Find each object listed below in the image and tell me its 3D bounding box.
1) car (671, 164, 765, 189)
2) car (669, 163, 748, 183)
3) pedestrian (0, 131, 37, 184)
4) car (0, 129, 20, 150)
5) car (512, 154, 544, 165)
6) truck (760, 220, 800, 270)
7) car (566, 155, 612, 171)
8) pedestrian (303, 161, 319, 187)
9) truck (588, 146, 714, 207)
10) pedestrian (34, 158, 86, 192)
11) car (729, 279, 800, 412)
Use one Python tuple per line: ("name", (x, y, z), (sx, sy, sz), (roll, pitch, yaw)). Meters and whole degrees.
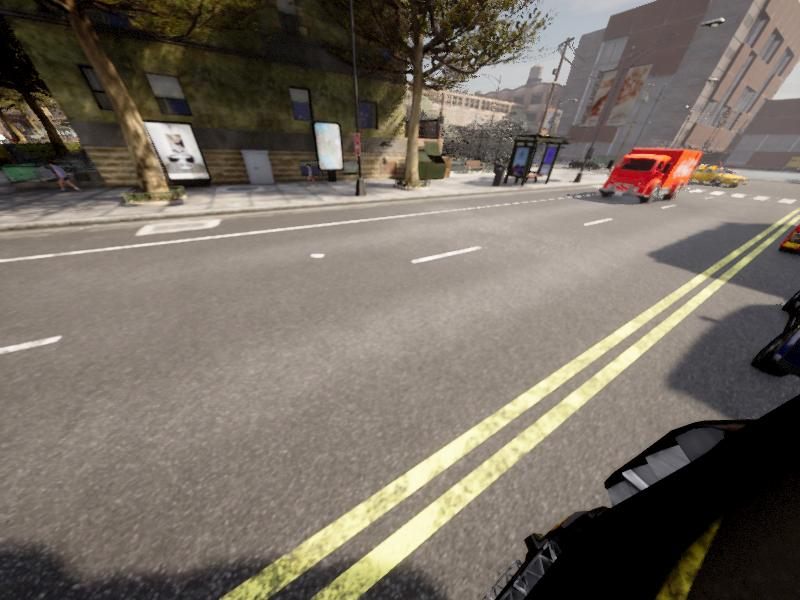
("car", (29.422, -11.738, 21.762), (1.801, 1.575, 5.366), (4, 34, 3))
("car", (34.679, -14.432, 26.169), (2.128, 1.511, 4.902), (-16, 38, -25))
("pedestrian", (-16.700, -5.961, 9.654), (0.751, 1.860, 0.751), (-23, 41, -32))
("car", (-47.334, -18.112, 25.924), (2.435, 2.045, 5.566), (-16, 38, -25))
("car", (23.402, -25.909, 42.500), (2.007, 1.525, 4.514), (-16, 38, -25))
("truck", (13.718, -2.951, 5.678), (8.468, 3.827, 2.891), (-16, 38, -26))
("car", (28.510, -20.829, 35.031), (2.097, 1.767, 4.553), (-16, 38, -25))
("pedestrian", (-4.507, -6.404, 11.774), (0.500, 1.100, 0.500), (-16, 38, -25))
("truck", (13.767, -6.922, 12.800), (5.204, 2.467, 2.627), (-16, 38, -26))
("pedestrian", (-12.842, -4.742, 8.769), (0.500, 1.100, 0.500), (-5, 35, -11))
("car", (5.958, 0.246, 2.461), (3.705, 1.549, 1.789), (-16, 38, -26))
